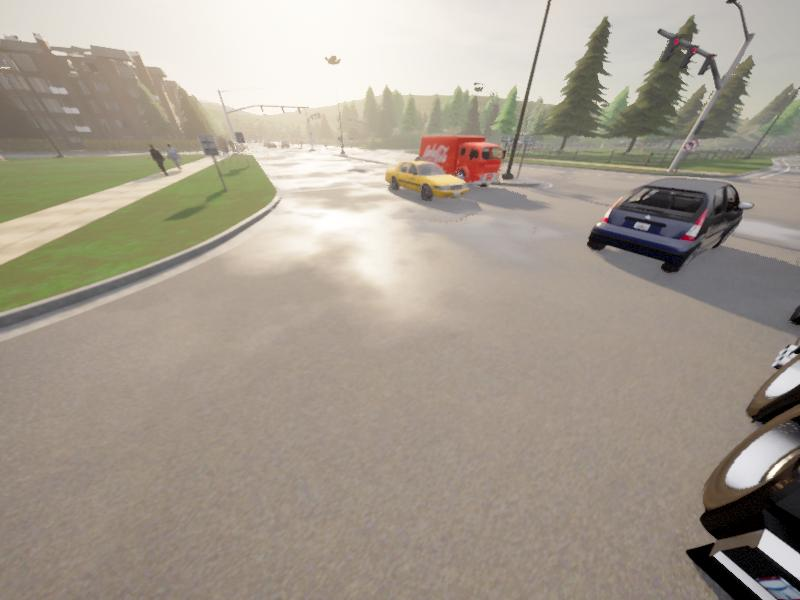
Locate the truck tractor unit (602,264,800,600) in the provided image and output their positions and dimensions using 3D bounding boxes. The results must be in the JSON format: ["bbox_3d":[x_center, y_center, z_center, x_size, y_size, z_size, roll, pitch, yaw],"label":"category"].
[{"bbox_3d":[5.114,-0.297,0.783,6.516,4.208,3.053,-18,39,-24],"label":"truck tractor unit"}]

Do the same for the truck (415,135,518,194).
[{"bbox_3d":[3.436,-8.139,13.558,2.627,2.467,5.204,-18,39,-24],"label":"truck"}]

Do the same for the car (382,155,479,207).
[{"bbox_3d":[1.101,-6.068,11.358,1.801,1.575,5.366,-18,39,-24],"label":"car"}]

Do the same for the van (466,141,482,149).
[{"bbox_3d":[22.727,-47.709,71.062,4.442,1.987,1.775,-18,39,-24],"label":"van"}]

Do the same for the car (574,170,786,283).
[{"bbox_3d":[6.626,-2.023,5.570,3.988,1.617,1.851,-18,39,-24],"label":"car"}]

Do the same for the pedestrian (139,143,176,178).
[{"bbox_3d":[-15.453,-8.951,14.791,0.751,1.860,0.751,-15,38,-20],"label":"pedestrian"}]

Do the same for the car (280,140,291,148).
[{"bbox_3d":[-33.407,-45.290,67.159,1.905,1.878,3.866,-18,39,-25],"label":"car"}]

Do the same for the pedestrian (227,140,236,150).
[{"bbox_3d":[-36.240,-33.361,49.683,0.751,1.860,0.751,-8,36,-11],"label":"pedestrian"}]

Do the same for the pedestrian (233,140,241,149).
[{"bbox_3d":[-37.272,-35.485,52.713,0.751,1.860,0.751,28,43,34],"label":"pedestrian"}]
